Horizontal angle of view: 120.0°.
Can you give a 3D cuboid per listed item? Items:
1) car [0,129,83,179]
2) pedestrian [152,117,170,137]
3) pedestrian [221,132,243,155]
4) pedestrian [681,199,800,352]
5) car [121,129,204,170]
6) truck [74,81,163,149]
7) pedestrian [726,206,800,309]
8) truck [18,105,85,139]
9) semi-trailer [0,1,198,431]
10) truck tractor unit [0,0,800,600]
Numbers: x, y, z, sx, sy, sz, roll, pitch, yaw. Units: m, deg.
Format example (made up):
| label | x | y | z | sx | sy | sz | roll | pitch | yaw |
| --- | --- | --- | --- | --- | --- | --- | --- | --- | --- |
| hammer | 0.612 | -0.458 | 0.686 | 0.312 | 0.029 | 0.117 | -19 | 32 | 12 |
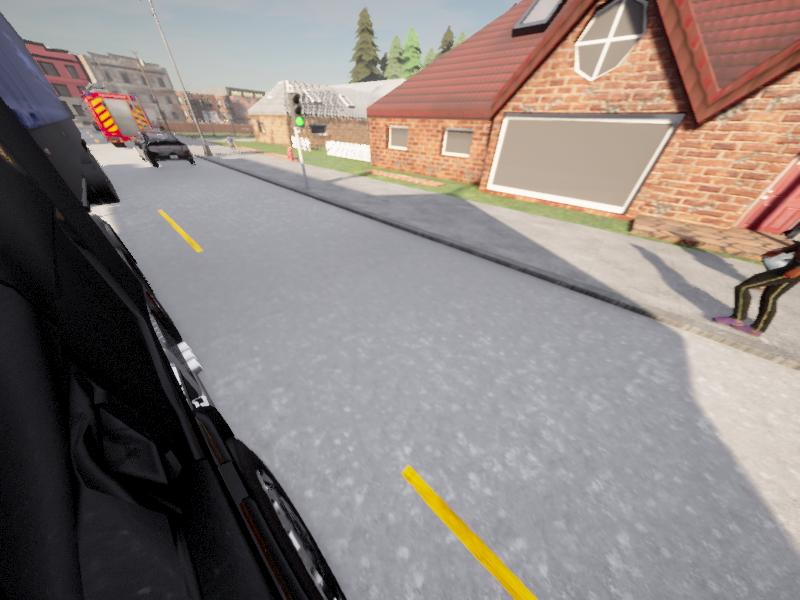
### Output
| label | x | y | z | sx | sy | sz | roll | pitch | yaw |
| --- | --- | --- | --- | --- | --- | --- | --- | --- | --- |
| car | -16.854 | -5.695 | 8.926 | 4.902 | 1.511 | 2.128 | -9 | 38 | -15 |
| pedestrian | -29.607 | -21.466 | 28.682 | 0.751 | 1.860 | 0.751 | -14 | 40 | -21 |
| pedestrian | -12.017 | -11.168 | 16.518 | 0.751 | 1.300 | 0.751 | -29 | 47 | -35 |
| pedestrian | 4.657 | -0.402 | 2.730 | 0.751 | 1.860 | 0.751 | -18 | 41 | -25 |
| car | -13.382 | -8.548 | 12.963 | 4.902 | 1.511 | 2.128 | 30 | 44 | 31 |
| truck | -24.170 | -15.643 | 19.814 | 8.468 | 3.827 | 2.891 | 29 | 44 | 31 |
| pedestrian | 6.395 | -0.919 | 3.535 | 0.751 | 1.860 | 0.751 | -24 | 44 | -31 |
| truck | -34.397 | -17.676 | 23.007 | 5.204 | 2.467 | 2.627 | 29 | 44 | 31 |
| semi-trailer | -8.502 | -3.734 | 4.409 | 14.254 | 4.402 | 2.717 | 30 | 45 | 32 |
| truck tractor unit | -2.645 | -0.295 | 0.352 | 6.516 | 4.208 | 3.053 | 28 | 44 | 30 |
